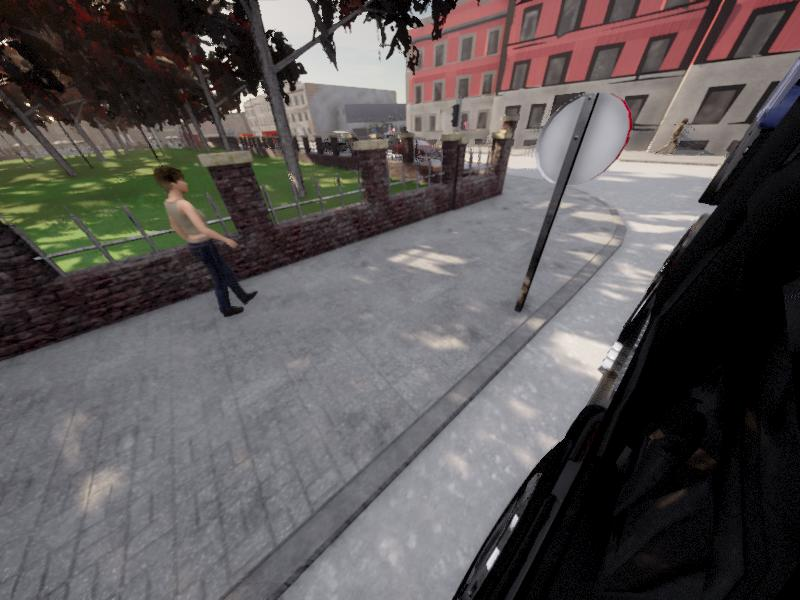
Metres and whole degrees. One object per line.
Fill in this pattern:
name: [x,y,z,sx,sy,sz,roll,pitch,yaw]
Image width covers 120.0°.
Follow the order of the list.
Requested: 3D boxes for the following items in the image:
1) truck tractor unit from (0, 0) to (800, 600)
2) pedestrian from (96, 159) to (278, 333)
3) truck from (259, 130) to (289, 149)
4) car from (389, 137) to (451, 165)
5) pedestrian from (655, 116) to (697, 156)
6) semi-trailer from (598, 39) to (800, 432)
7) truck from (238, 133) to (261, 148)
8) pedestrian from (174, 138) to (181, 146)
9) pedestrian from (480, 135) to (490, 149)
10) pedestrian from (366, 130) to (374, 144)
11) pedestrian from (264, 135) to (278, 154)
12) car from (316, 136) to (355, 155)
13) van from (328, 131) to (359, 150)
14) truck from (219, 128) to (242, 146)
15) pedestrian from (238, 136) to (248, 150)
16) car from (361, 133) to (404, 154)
truck tractor unit: [2.645,-0.295,0.351,6.516,4.208,3.053,-28,44,-30]
pedestrian: [-2.414,-0.622,2.885,0.751,1.860,0.751,21,43,28]
truck: [-21.549,-27.469,39.566,2.627,2.467,5.204,-27,43,-29]
car: [1.379,-11.263,17.335,1.812,1.442,4.674,-28,44,-29]
pedestrian: [16.157,-9.581,13.553,0.751,1.860,0.751,-27,43,-29]
semi-trailer: [8.703,-3.614,4.205,14.254,4.402,2.717,-28,44,-30]
truck: [-33.291,-35.302,51.112,2.627,2.467,5.204,-28,44,-30]
pedestrian: [-66.005,-46.793,68.502,0.751,1.860,0.751,-31,45,-32]
pedestrian: [7.997,-14.911,21.815,0.500,1.100,0.500,-20,40,-21]
pedestrian: [-4.913,-26.800,37.929,0.751,1.860,0.751,20,43,27]
pedestrian: [-15.370,-18.542,27.568,0.751,1.860,0.751,-26,42,-27]
car: [-7.281,-17.249,25.792,1.882,1.535,5.008,-28,43,-29]
van: [-7.639,-21.414,30.980,1.775,1.987,4.442,-28,44,-30]
truck: [-47.428,-45.546,64.523,2.891,3.827,8.468,-28,44,-30]
pedestrian: [-25.537,-25.589,37.613,0.751,1.860,0.751,-22,41,-24]
car: [-1.989,-17.377,25.535,2.033,1.649,4.856,-28,44,-30]
